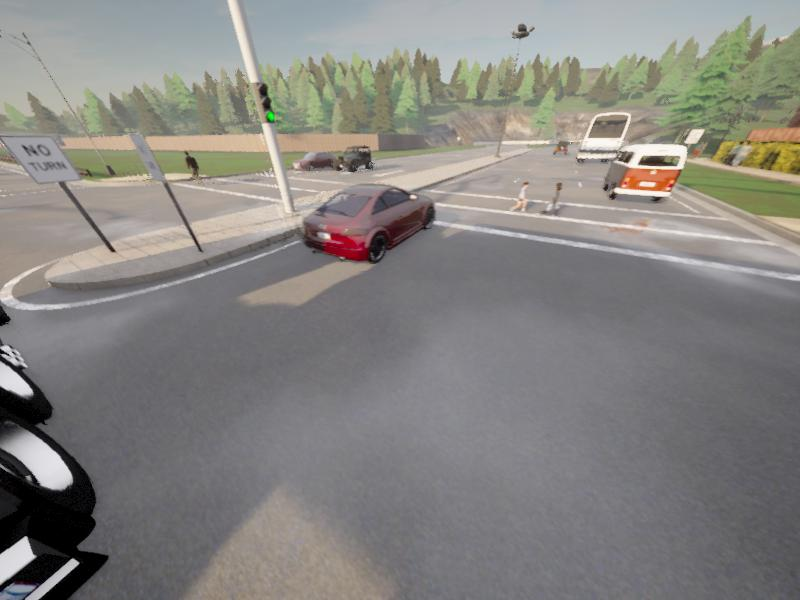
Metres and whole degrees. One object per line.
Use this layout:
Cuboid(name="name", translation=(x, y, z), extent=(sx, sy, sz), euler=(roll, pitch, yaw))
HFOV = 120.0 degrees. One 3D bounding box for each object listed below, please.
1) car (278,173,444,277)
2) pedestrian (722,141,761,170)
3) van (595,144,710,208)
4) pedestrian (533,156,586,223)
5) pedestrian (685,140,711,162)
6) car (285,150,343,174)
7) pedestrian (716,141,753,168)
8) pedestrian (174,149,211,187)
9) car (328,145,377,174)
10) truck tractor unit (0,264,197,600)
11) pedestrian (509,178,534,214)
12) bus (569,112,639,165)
Cuboid(name="car", translation=(-0.592, -2.363, 6.216), extent=(1.994, 1.385, 4.181), euler=(18, 39, 24))
Cuboid(name="pedestrian", translation=(26.666, -11.318, 18.073), extent=(0.751, 1.860, 0.751), euler=(18, 39, 25))
Cuboid(name="van", translation=(10.873, -5.862, 10.536), extent=(2.069, 2.038, 4.480), euler=(18, 39, 25))
Cuboid(name="pedestrian", translation=(5.188, -3.637, 7.614), extent=(0.751, 1.860, 0.751), euler=(27, 43, 34))
Cuboid(name="pedestrian", translation=(30.953, -15.509, 24.055), extent=(0.751, 1.860, 0.751), euler=(19, 39, 26))
Cuboid(name="car", translation=(-7.532, -12.495, 20.785), extent=(1.812, 1.442, 4.674), euler=(18, 39, 25))
Cuboid(name="pedestrian", translation=(27.241, -11.861, 18.849), extent=(0.751, 1.860, 0.751), euler=(18, 39, 25))
Cuboid(name="pedestrian", translation=(-12.202, -7.781, 13.648), extent=(0.751, 1.860, 0.751), euler=(14, 37, 19))
Cuboid(name="car", translation=(-3.962, -12.218, 19.962), extent=(1.905, 1.878, 3.866), euler=(18, 39, 25))
Cuboid(name="truck tractor unit", translation=(-5.115, -0.295, 0.781), extent=(6.516, 4.208, 3.053), euler=(18, 39, 24))
Cuboid(name="pedestrian", translation=(4.398, -3.781, 8.396), extent=(0.500, 1.100, 0.500), euler=(17, 39, 24))
Cuboid(name="bus", translation=(22.873, -18.619, 26.823), extent=(3.944, 4.253, 10.273), euler=(18, 39, 25))
